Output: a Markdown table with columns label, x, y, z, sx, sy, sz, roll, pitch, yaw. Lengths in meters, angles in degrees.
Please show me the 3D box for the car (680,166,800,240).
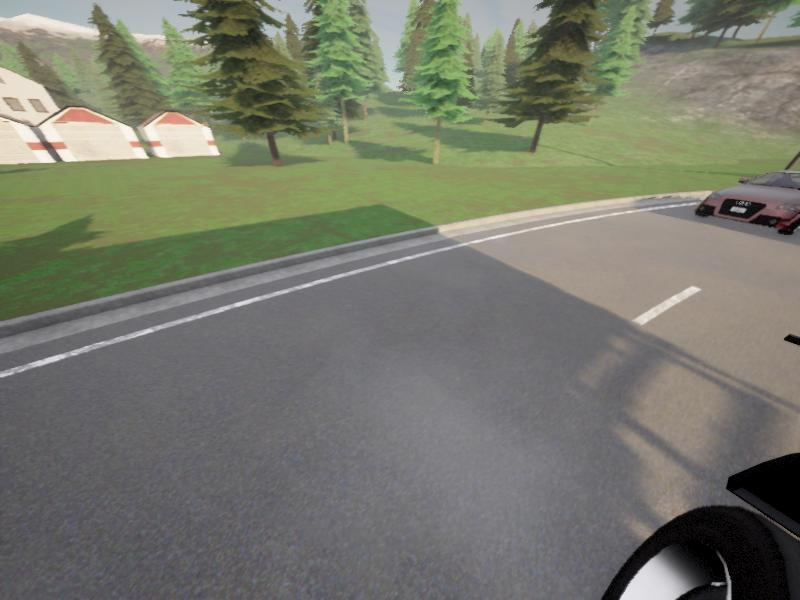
| label | x | y | z | sx | sy | sz | roll | pitch | yaw |
| --- | --- | --- | --- | --- | --- | --- | --- | --- | --- |
| car | 11.586 | -3.084 | 7.011 | 4.181 | 1.385 | 1.994 | -11 | 37 | -14 |
